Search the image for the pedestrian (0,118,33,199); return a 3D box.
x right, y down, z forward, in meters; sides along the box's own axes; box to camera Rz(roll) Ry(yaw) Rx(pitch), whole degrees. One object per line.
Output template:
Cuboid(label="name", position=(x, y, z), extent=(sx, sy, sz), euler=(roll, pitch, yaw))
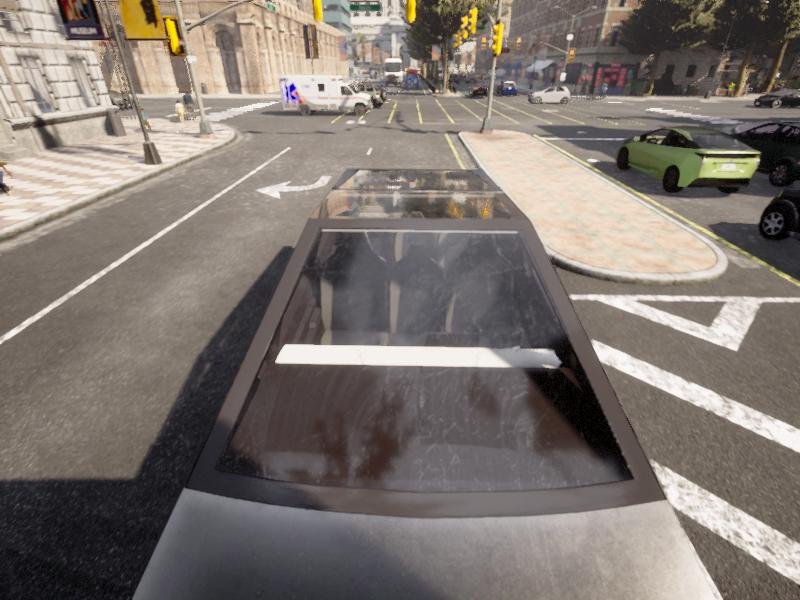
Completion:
Cuboid(label="pedestrian", position=(-9.996, -3.489, 9.749), extent=(0.751, 1.860, 0.751), euler=(-8, 31, -14))

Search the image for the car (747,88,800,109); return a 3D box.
Cuboid(label="car", position=(32.934, -17.084, 33.882), extent=(4.792, 1.488, 2.163), euler=(1, 30, 1))

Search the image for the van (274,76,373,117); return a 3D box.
Cuboid(label="van", position=(-5.188, -14.398, 28.213), extent=(6.366, 2.431, 2.351), euler=(1, 30, 1))

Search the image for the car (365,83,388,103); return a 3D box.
Cuboid(label="car", position=(-2.291, -20.838, 40.122), extent=(1.882, 1.535, 5.008), euler=(1, 30, 1))

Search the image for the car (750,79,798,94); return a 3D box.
Cuboid(label="car", position=(51.254, -29.406, 54.973), extent=(2.242, 1.667, 4.611), euler=(1, 30, 1))

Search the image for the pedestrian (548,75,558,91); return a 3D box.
Cuboid(label="pedestrian", position=(20.869, -29.629, 54.574), extent=(0.751, 1.860, 0.751), euler=(1, 30, 2))

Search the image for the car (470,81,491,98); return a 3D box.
Cuboid(label="car", position=(9.257, -24.317, 46.122), extent=(2.038, 1.542, 4.974), euler=(4, 31, 7))

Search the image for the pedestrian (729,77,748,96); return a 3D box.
Cuboid(label="pedestrian", position=(37.903, -23.910, 44.853), extent=(0.751, 1.860, 0.751), euler=(-5, 31, -8))

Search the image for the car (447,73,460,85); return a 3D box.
Cuboid(label="car", position=(10.310, -42.842, 77.471), extent=(1.932, 1.855, 4.605), euler=(1, 30, 1))

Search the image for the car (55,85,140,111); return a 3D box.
Cuboid(label="car", position=(-23.855, -16.056, 31.732), extent=(4.611, 1.667, 2.242), euler=(1, 30, 1))

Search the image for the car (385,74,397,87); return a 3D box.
Cuboid(label="car", position=(-1.463, -37.515, 68.323), extent=(1.905, 1.878, 3.866), euler=(1, 30, 1))

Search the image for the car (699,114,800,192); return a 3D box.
Cuboid(label="car", position=(11.906, -4.752, 12.588), extent=(1.851, 1.617, 3.988), euler=(1, 30, 1))

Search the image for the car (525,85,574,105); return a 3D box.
Cuboid(label="car", position=(13.827, -19.093, 37.202), extent=(3.633, 1.501, 1.845), euler=(1, 30, 1))

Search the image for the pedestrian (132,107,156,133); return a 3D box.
Cuboid(label="pedestrian", position=(-12.477, -8.765, 19.517), extent=(0.500, 1.100, 0.500), euler=(2, 30, 4))

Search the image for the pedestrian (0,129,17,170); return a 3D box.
Cuboid(label="pedestrian", position=(-13.021, -5.056, 12.418), extent=(0.751, 1.860, 0.751), euler=(1, 30, 2))

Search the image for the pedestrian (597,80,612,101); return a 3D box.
Cuboid(label="pedestrian", position=(20.668, -21.197, 40.451), extent=(0.751, 1.860, 0.751), euler=(-4, 31, -7))

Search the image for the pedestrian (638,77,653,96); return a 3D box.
Cuboid(label="pedestrian", position=(27.720, -24.126, 45.184), extent=(0.751, 1.860, 0.751), euler=(1, 30, 1))

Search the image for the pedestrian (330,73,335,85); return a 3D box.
Cuboid(label="pedestrian", position=(-11.637, -38.119, 68.980), extent=(0.751, 1.860, 0.751), euler=(0, 30, 0))

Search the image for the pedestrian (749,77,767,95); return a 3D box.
Cuboid(label="pedestrian", position=(42.197, -25.261, 47.178), extent=(0.751, 1.860, 0.751), euler=(6, 31, 10))

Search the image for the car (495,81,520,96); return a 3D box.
Cuboid(label="car", position=(12.958, -25.686, 48.530), extent=(1.970, 1.475, 3.806), euler=(1, 30, 1))

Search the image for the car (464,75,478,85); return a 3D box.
Cuboid(label="car", position=(13.838, -43.239, 78.445), extent=(2.038, 1.542, 4.974), euler=(1, 30, 1))

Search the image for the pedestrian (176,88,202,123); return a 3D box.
Cuboid(label="pedestrian", position=(-12.828, -11.861, 24.359), extent=(0.751, 1.860, 0.751), euler=(-1, 30, -3))

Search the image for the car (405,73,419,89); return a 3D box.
Cuboid(label="car", position=(1.909, -34.986, 63.842), extent=(2.150, 2.045, 5.566), euler=(1, 30, 1))

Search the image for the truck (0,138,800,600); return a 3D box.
Cuboid(label="truck", position=(0.145, 0.104, 3.750), extent=(2.390, 2.098, 6.274), euler=(1, 30, 1))

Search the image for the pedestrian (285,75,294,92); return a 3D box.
Cuboid(label="pedestrian", position=(-13.968, -27.312, 50.484), extent=(0.751, 1.860, 0.751), euler=(-1, 30, -1))

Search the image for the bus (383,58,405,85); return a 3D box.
Cuboid(label="bus", position=(-1.046, -44.371, 77.683), extent=(3.944, 4.253, 10.273), euler=(1, 30, 1))

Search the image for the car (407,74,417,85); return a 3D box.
Cuboid(label="car", position=(2.264, -41.888, 76.043), extent=(1.930, 1.638, 5.238), euler=(1, 30, 1))

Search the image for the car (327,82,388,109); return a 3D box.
Cuboid(label="car", position=(-3.504, -17.118, 33.413), extent=(4.605, 1.855, 1.932), euler=(12, 31, 20))

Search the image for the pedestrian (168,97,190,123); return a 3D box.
Cuboid(label="pedestrian", position=(-12.747, -10.995, 23.133), extent=(0.751, 1.300, 0.751), euler=(-9, 32, -15))

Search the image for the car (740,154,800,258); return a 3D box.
Cuboid(label="car", position=(8.227, -1.268, 6.667), extent=(1.789, 1.549, 3.705), euler=(1, 30, 1))

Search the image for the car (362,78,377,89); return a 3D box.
Cuboid(label="car", position=(-4.861, -34.322, 63.407), extent=(1.895, 1.301, 4.718), euler=(1, 30, 1))

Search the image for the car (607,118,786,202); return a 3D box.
Cuboid(label="car", position=(8.383, -4.375, 12.011), extent=(2.007, 1.525, 4.514), euler=(1, 30, 1))
